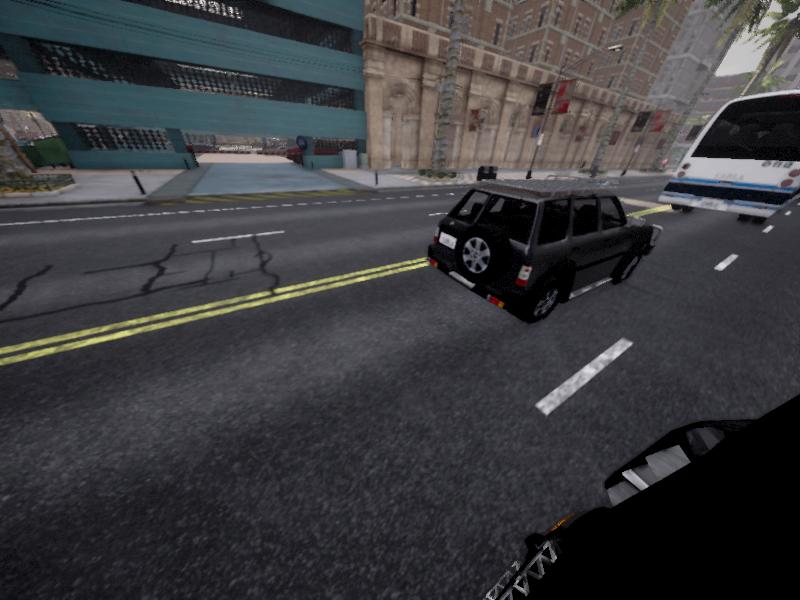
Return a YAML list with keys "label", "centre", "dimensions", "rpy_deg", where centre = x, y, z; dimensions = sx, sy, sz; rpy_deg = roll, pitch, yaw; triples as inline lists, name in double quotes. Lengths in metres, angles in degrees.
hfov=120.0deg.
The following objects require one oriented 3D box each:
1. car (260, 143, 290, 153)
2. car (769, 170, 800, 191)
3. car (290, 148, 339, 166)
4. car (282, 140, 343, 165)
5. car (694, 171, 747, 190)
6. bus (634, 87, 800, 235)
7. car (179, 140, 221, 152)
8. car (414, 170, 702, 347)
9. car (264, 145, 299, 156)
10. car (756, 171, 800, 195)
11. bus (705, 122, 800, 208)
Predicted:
- label: "car"
  centre: [-25.094, -30.479, 46.426]
  dimensions: [4.786, 1.482, 2.161]
  rpy_deg: [-17, 38, -26]
- label: "car"
  centre: [43.349, -13.118, 25.271]
  dimensions: [5.027, 1.651, 2.152]
  rpy_deg: [-16, 38, -26]
- label: "car"
  centre: [-9.345, -15.742, 25.426]
  dimensions: [4.514, 1.523, 2.007]
  rpy_deg: [-17, 38, -26]
- label: "car"
  centre: [-9.380, -16.053, 25.183]
  dimensions: [5.566, 2.045, 2.435]
  rpy_deg: [-17, 38, -26]
- label: "car"
  centre: [31.010, -11.620, 22.369]
  dimensions: [4.181, 1.385, 1.994]
  rpy_deg: [-17, 38, -26]
- label: "bus"
  centre: [16.888, -6.424, 10.954]
  dimensions: [10.273, 4.253, 3.944]
  rpy_deg: [-17, 38, -26]
- label: "car"
  centre: [-32.956, -25.531, 38.362]
  dimensions: [4.902, 1.511, 2.128]
  rpy_deg: [-17, 38, -26]
- label: "car"
  centre: [2.781, -1.190, 4.219]
  dimensions: [4.605, 1.855, 1.932]
  rpy_deg: [-15, 38, -27]
- label: "car"
  centre: [-19.541, -24.608, 38.093]
  dimensions: [4.718, 1.301, 1.895]
  rpy_deg: [-17, 38, -26]
- label: "car"
  centre: [36.311, -11.047, 21.658]
  dimensions: [5.027, 1.651, 2.152]
  rpy_deg: [-17, 38, -26]
- label: "bus"
  centre: [27.734, -9.650, 16.574]
  dimensions: [10.273, 4.253, 3.944]
  rpy_deg: [-17, 38, -26]
